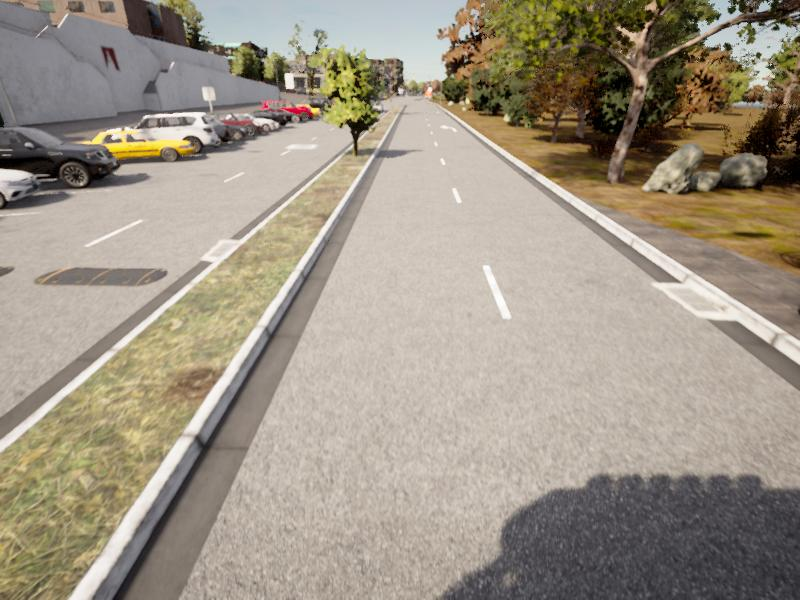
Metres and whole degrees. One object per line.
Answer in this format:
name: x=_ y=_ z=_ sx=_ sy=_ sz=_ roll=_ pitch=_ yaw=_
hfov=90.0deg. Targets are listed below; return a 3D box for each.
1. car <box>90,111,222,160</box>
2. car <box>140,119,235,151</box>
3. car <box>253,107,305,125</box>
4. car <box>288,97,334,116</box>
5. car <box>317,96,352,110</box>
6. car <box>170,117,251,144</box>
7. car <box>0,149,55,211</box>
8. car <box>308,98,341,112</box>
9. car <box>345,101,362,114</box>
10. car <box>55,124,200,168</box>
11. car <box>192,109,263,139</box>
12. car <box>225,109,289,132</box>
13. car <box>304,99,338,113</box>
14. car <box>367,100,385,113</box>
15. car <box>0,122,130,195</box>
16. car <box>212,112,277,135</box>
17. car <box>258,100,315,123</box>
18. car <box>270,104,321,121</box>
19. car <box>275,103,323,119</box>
car: x=-13.134 y=-9.190 z=22.135 sx=5.566 sy=2.045 sz=2.435 roll=-9 pitch=29 yaw=-16
car: x=-13.033 y=-10.338 z=24.918 sx=4.792 sy=1.488 sz=2.163 roll=-9 pitch=29 yaw=-16
car: x=-12.391 y=-18.807 z=40.836 sx=4.792 sy=1.488 sz=2.163 roll=-9 pitch=29 yaw=-16
car: x=-11.954 y=-26.080 z=53.920 sx=5.566 sy=2.045 sz=2.435 roll=-9 pitch=29 yaw=-16
car: x=-11.365 y=-34.461 z=69.851 sx=5.566 sy=2.045 sz=2.435 roll=-9 pitch=29 yaw=-16
car: x=-12.911 y=-11.738 z=27.597 sx=4.674 sy=1.452 sz=2.002 roll=-9 pitch=29 yaw=-16
car: x=-13.503 y=-3.391 z=11.631 sx=4.674 sy=1.452 sz=2.002 roll=-9 pitch=28 yaw=-16
car: x=-11.665 y=-30.170 z=61.946 sx=4.553 sy=1.767 sz=2.185 roll=-9 pitch=29 yaw=-16
car: x=-6.701 y=-28.032 z=58.175 sx=1.837 sy=1.490 sz=4.892 roll=1 pitch=28 yaw=2
car: x=-13.029 y=-7.611 z=19.652 sx=5.366 sy=1.575 sz=1.946 roll=-9 pitch=28 yaw=-16
car: x=-12.843 y=-13.287 z=30.158 sx=4.553 sy=1.767 sz=2.185 roll=-9 pitch=29 yaw=-16
car: x=-12.607 y=-15.999 z=35.519 sx=5.008 sy=1.535 sz=2.097 roll=-9 pitch=30 yaw=-16
car: x=-11.700 y=-28.781 z=59.303 sx=4.553 sy=1.767 sz=2.185 roll=-9 pitch=29 yaw=-16
car: x=-3.621 y=-29.153 z=60.264 sx=2.242 sy=1.667 sz=4.611 roll=1 pitch=28 yaw=2
car: x=-13.377 y=-5.034 z=14.178 sx=5.566 sy=2.045 sz=2.435 roll=-9 pitch=28 yaw=-16
car: x=-12.715 y=-14.553 z=32.892 sx=4.674 sy=1.452 sz=2.002 roll=-9 pitch=29 yaw=-16
car: x=-12.298 y=-20.467 z=43.353 sx=5.566 sy=2.045 sz=2.435 roll=-9 pitch=29 yaw=-16
car: x=-12.045 y=-21.682 z=46.156 sx=5.366 sy=1.575 sz=1.946 roll=-9 pitch=29 yaw=-16
car: x=-12.298 y=-23.027 z=48.698 sx=5.366 sy=1.575 sz=1.946 roll=-9 pitch=29 yaw=-16
